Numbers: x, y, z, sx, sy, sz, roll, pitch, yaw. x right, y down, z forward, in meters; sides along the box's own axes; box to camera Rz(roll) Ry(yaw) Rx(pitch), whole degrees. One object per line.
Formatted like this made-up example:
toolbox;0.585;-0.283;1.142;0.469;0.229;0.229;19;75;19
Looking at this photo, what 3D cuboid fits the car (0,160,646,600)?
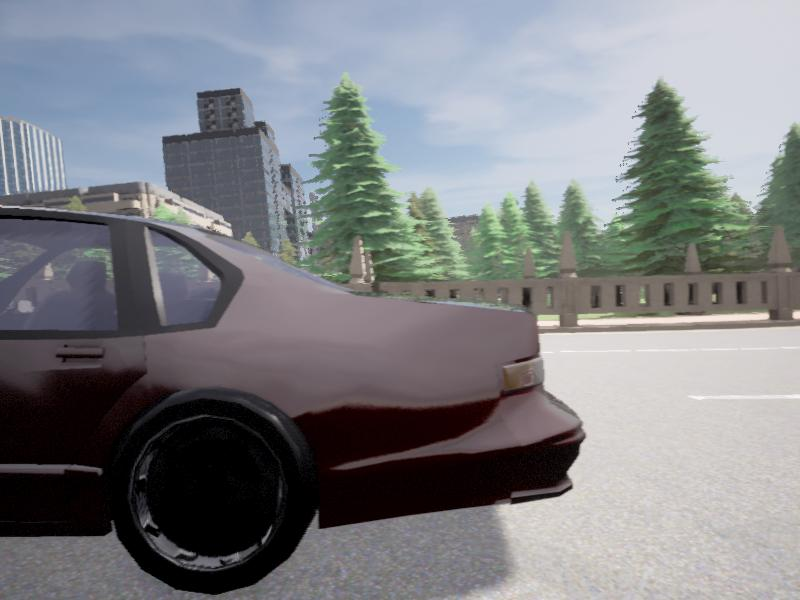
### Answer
car;-1.957;0.283;2.201;5.357;1.411;2.033;1;0;0
